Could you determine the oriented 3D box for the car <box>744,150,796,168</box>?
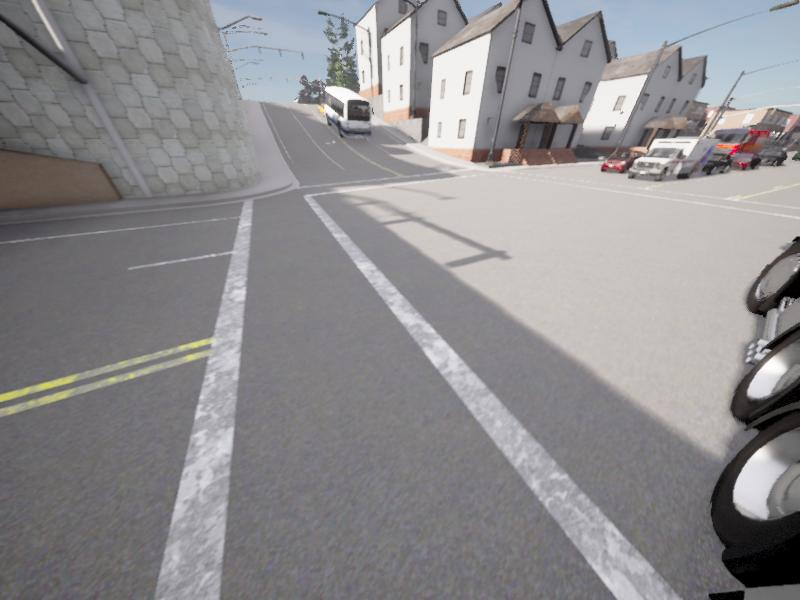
[{"bbox_3d":[41.531,-15.898,25.955,4.892,1.490,1.837,-15,38,-21],"label":"car"}]

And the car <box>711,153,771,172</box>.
[{"bbox_3d":[33.334,-13.556,22.625,4.181,1.385,1.994,-14,37,-20],"label":"car"}]

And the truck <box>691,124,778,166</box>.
[{"bbox_3d":[40.675,-18.845,28.155,8.468,3.827,2.891,-16,38,-21],"label":"truck"}]

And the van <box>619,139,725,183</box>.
[{"bbox_3d":[19.625,-10.195,16.749,6.366,2.431,2.351,-16,38,-22],"label":"van"}]

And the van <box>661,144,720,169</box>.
[{"bbox_3d":[31.044,-15.429,24.725,4.480,2.038,2.069,-15,38,-21],"label":"van"}]

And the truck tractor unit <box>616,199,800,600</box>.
[{"bbox_3d":[4.993,-0.404,0.931,6.516,4.208,3.053,-23,41,-29],"label":"truck tractor unit"}]

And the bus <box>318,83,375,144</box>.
[{"bbox_3d":[-7.005,-23.984,29.584,3.944,4.253,10.273,-16,52,-22],"label":"bus"}]

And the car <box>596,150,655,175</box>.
[{"bbox_3d":[19.720,-12.106,20.230,3.988,1.617,1.851,-16,38,-21],"label":"car"}]

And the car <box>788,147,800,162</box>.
[{"bbox_3d":[58.824,-20.938,32.863,5.566,2.045,2.150,-16,38,-21],"label":"car"}]

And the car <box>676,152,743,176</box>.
[{"bbox_3d":[26.533,-11.729,19.831,4.892,1.490,1.837,-16,38,-21],"label":"car"}]

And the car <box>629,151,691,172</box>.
[{"bbox_3d":[25.278,-13.606,22.517,4.902,1.511,2.128,-16,38,-22],"label":"car"}]
